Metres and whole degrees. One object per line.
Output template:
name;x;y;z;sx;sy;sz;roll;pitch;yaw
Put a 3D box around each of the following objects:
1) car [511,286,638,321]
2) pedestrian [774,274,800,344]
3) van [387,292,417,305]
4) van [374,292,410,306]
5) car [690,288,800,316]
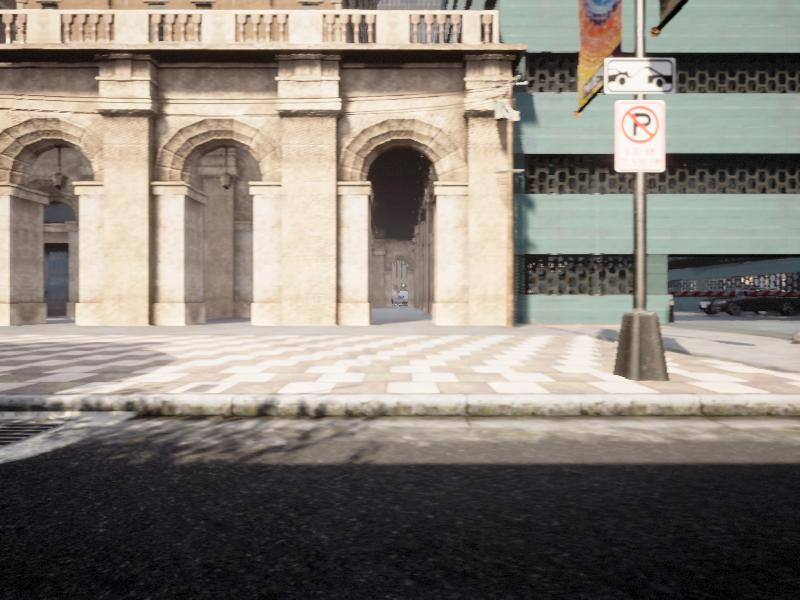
car;7.687;0.154;18.019;4.786;1.482;2.161;0;0;0
pedestrian;7.757;0.163;7.529;0.751;1.300;0.751;0;0;1
van;0.393;-0.299;79.915;5.915;2.561;1.988;0;0;0
van;-1.470;-0.226;72.903;6.366;2.431;2.351;0;0;0
car;19.273;0.111;22.152;4.902;1.511;2.128;0;0;0
